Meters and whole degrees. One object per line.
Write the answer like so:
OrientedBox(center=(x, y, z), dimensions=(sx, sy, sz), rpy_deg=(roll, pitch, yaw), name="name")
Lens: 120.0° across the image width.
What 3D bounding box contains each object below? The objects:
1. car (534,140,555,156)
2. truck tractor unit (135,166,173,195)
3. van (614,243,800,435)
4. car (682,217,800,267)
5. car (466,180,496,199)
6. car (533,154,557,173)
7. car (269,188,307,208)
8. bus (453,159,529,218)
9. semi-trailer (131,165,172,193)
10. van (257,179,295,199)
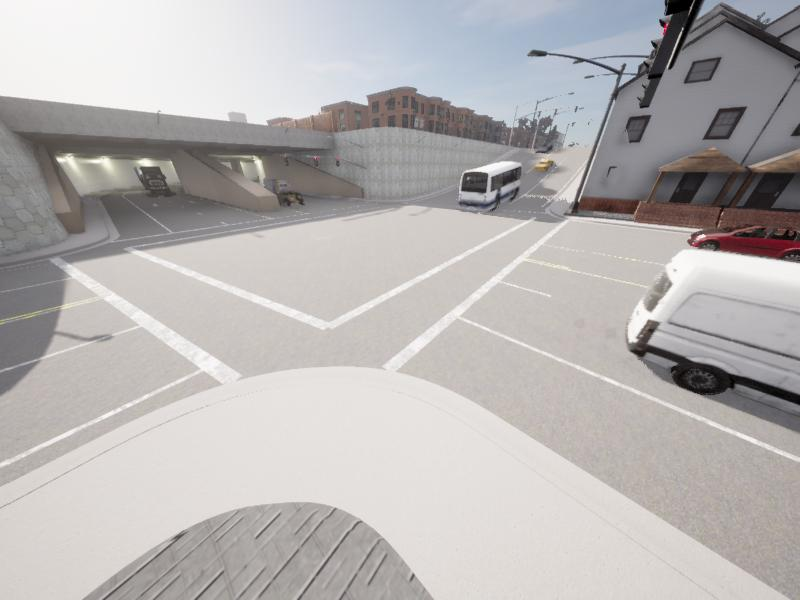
OrientedBox(center=(29.685, -31.230, 47.454), dimensions=(2.152, 1.651, 5.027), rpy_deg=(23, 51, 35), name="car")
OrientedBox(center=(-43.420, -21.290, 40.954), dimensions=(3.053, 4.208, 6.516), rpy_deg=(-25, 38, -36), name="truck tractor unit")
OrientedBox(center=(8.099, 1.057, 3.942), dimensions=(5.915, 2.561, 1.988), rpy_deg=(24, 38, 35), name="van")
OrientedBox(center=(18.599, -3.217, 12.351), dimensions=(3.988, 1.617, 1.851), rpy_deg=(24, 38, 35), name="car")
OrientedBox(center=(11.341, -15.409, 32.213), dimensions=(2.007, 1.525, 4.514), rpy_deg=(24, 44, 35), name="car")
OrientedBox(center=(24.327, -22.948, 38.803), dimensions=(1.801, 1.575, 5.366), rpy_deg=(24, 51, 34), name="car")
OrientedBox(center=(-13.609, -12.463, 28.005), dimensions=(4.605, 1.855, 1.932), rpy_deg=(21, 36, 35), name="car")
OrientedBox(center=(10.583, -13.167, 26.555), dimensions=(3.944, 4.253, 10.273), rpy_deg=(24, 44, 35), name="bus")
OrientedBox(center=(-49.221, -24.055, 45.558), dimensions=(14.254, 4.402, 2.717), rpy_deg=(24, 38, 35), name="semi-trailer")
OrientedBox(center=(-19.462, -17.437, 36.084), dimensions=(6.366, 2.431, 2.351), rpy_deg=(23, 37, 34), name="van")
